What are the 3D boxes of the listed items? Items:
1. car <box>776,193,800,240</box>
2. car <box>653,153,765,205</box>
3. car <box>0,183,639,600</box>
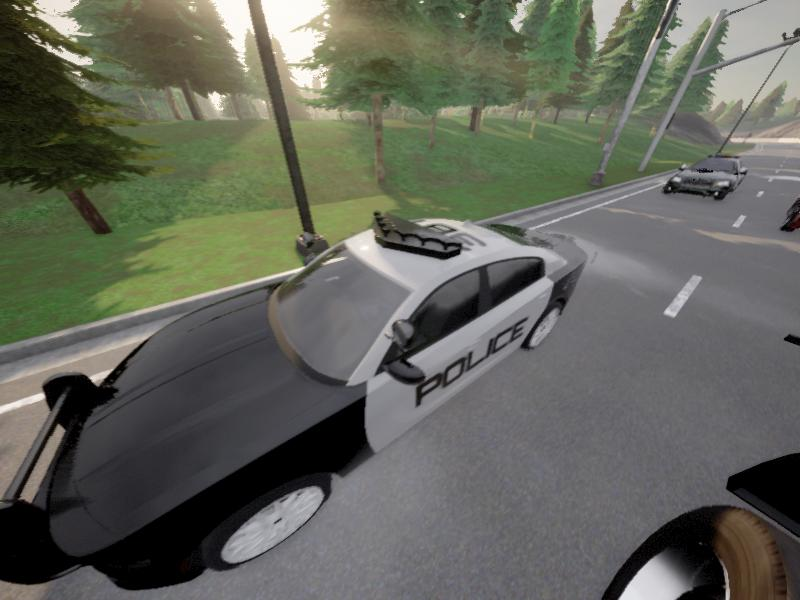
[{"bbox_3d":[12.667,-2.566,6.292,4.181,1.385,1.994,-22,41,-28],"label":"car"},{"bbox_3d":[14.325,-5.764,10.691,4.974,1.542,2.038,-23,41,-28],"label":"car"},{"bbox_3d":[-0.040,0.038,2.453,5.238,1.638,1.930,-22,40,-28],"label":"car"}]
